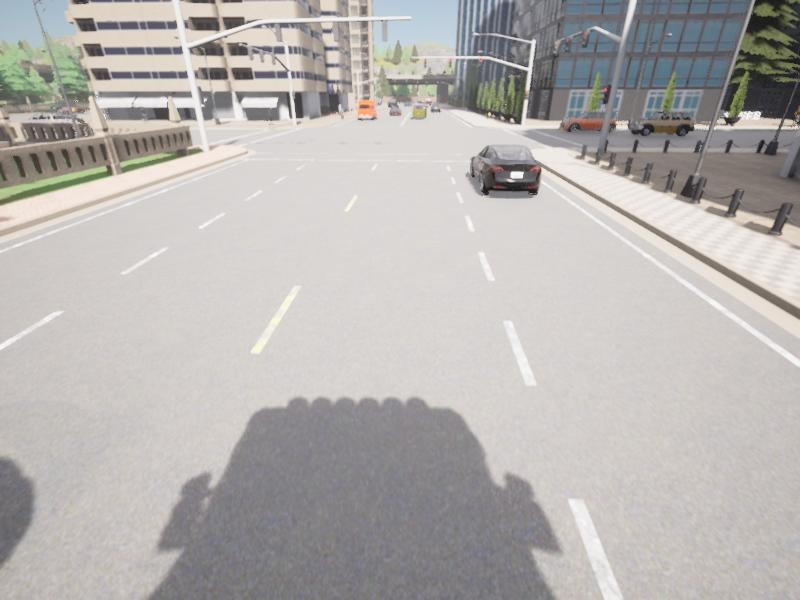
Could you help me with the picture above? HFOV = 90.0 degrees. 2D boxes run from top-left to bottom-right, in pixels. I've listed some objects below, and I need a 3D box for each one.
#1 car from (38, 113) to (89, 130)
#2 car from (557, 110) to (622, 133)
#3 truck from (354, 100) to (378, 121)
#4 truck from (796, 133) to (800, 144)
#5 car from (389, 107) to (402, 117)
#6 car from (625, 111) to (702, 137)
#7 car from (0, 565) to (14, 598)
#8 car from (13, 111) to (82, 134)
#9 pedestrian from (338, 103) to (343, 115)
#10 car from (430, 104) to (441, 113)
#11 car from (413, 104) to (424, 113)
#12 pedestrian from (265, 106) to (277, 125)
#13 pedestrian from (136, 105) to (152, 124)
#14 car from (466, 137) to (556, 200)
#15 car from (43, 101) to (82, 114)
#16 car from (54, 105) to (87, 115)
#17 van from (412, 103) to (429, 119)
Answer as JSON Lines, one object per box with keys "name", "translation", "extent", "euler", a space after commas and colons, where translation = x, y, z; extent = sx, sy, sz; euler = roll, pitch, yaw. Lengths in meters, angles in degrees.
{"name": "car", "translation": [-34.381, -18.306, 40.940], "extent": [4.181, 1.385, 1.994], "euler": [12, 29, 22]}
{"name": "car", "translation": [16.851, -15.993, 35.878], "extent": [4.553, 1.767, 2.097], "euler": [2, 27, 3]}
{"name": "truck", "translation": [-4.591, -26.015, 54.919], "extent": [2.627, 2.467, 5.204], "euler": [1, 27, 2]}
{"name": "truck", "translation": [31.547, -11.769, 25.353], "extent": [8.468, 3.827, 2.891], "euler": [1, 27, 3]}
{"name": "car", "translation": [-0.673, -31.068, 66.006], "extent": [1.994, 1.385, 4.181], "euler": [0, 27, 1]}
{"name": "car", "translation": [21.288, -14.329, 32.517], "extent": [4.605, 1.855, 1.932], "euler": [1, 27, 3]}
{"name": "car", "translation": [-3.916, 2.373, 0.254], "extent": [2.152, 1.651, 5.027], "euler": [1, 27, 2]}
{"name": "car", "translation": [-32.254, -16.286, 36.652], "extent": [4.611, 1.667, 2.242], "euler": [9, 28, 16]}
{"name": "pedestrian", "translation": [-9.909, -31.806, 66.536], "extent": [0.751, 1.860, 0.751], "euler": [-1, 27, -2]}
{"name": "car", "translation": [7.307, -39.331, 81.998], "extent": [2.007, 1.525, 4.514], "euler": [1, 27, 2]}
{"name": "car", "translation": [3.673, -38.048, 79.494], "extent": [2.007, 1.525, 4.514], "euler": [1, 27, 2]}
{"name": "pedestrian", "translation": [-13.686, -19.558, 42.436], "extent": [0.751, 1.860, 0.751], "euler": [4, 27, 7]}
{"name": "pedestrian", "translation": [-28.897, -20.951, 45.187], "extent": [0.751, 1.860, 0.751], "euler": [1, 27, 3]}
{"name": "car", "translation": [3.843, -5.014, 14.863], "extent": [2.163, 1.488, 4.792], "euler": [1, 27, 2]}
{"name": "car", "translation": [-63.412, -36.234, 75.337], "extent": [2.150, 2.045, 5.566], "euler": [1, 27, 2]}
{"name": "car", "translation": [-60.026, -34.713, 73.018], "extent": [1.812, 1.442, 4.674], "euler": [1, 27, 2]}
{"name": "van", "translation": [3.083, -27.952, 59.217], "extent": [1.775, 1.987, 4.442], "euler": [5, 27, 9]}
